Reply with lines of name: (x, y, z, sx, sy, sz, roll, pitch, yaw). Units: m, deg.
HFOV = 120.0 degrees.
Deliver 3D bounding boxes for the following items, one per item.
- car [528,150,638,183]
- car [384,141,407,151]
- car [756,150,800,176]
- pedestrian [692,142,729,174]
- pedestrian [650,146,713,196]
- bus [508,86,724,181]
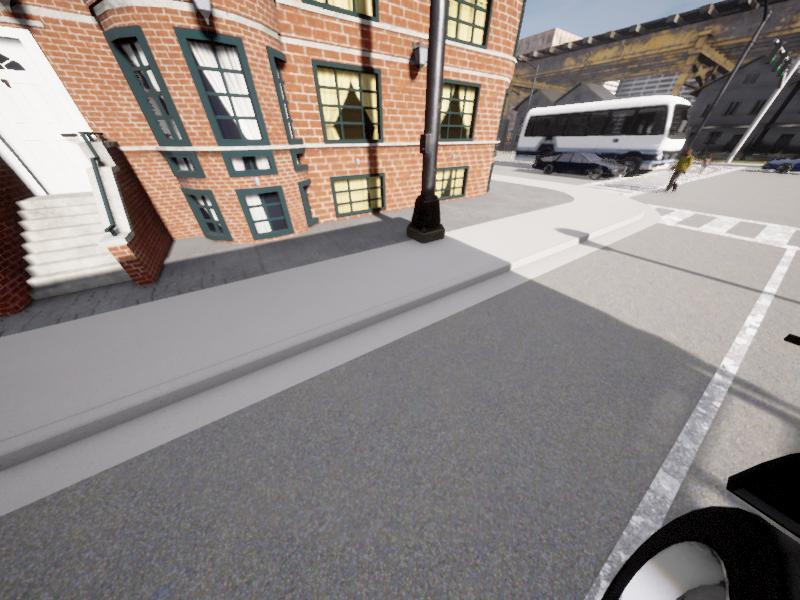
car: (11.975, -9.184, 15.659, 2.033, 1.411, 5.357, -20, 40, -26)
car: (-0.951, -32.132, 48.091, 1.930, 1.638, 5.238, -23, 41, -29)
car: (28.712, -9.031, 15.336, 2.033, 1.411, 5.357, -20, 40, -26)
pedestrian: (22.017, -10.077, 16.416, 0.751, 1.860, 0.751, -28, 44, -34)
pedestrian: (12.515, -5.769, 10.364, 0.751, 1.860, 0.751, 4, 35, 6)
bus: (14.360, -12.095, 17.303, 3.944, 4.253, 10.273, -20, 39, -26)
